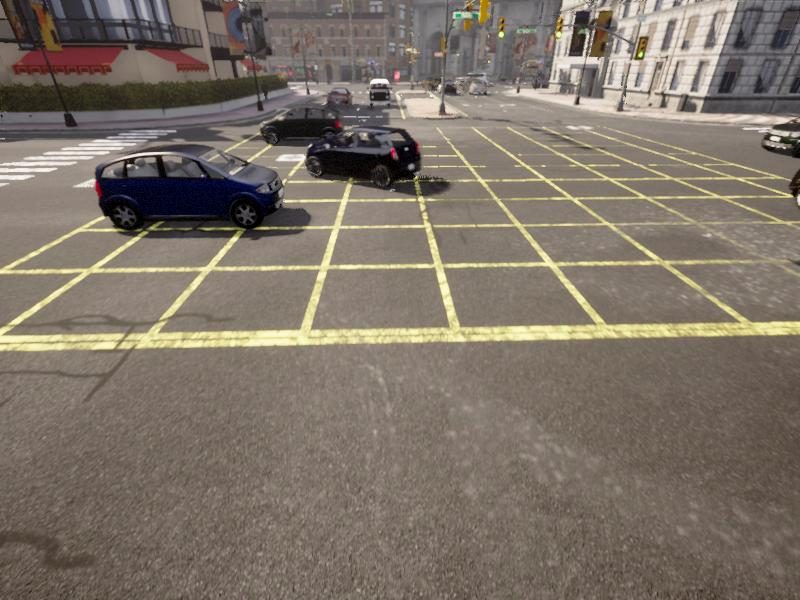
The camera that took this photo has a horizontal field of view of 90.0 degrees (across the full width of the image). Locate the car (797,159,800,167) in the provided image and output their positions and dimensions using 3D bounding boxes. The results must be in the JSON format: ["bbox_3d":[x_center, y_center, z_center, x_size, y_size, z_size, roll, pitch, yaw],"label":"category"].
[{"bbox_3d":[16.512,-4.825,12.673,5.366,1.575,1.801,2,30,4],"label":"car"}]

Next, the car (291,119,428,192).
[{"bbox_3d":[-1.213,-4.479,12.149,3.633,1.501,1.845,17,34,27],"label":"car"}]

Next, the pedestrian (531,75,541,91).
[{"bbox_3d":[17.913,-28.665,52.828,0.751,1.860,0.751,0,30,0],"label":"pedestrian"}]

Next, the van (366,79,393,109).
[{"bbox_3d":[-1.718,-17.730,34.317,2.069,2.038,4.480,-1,30,-2],"label":"van"}]

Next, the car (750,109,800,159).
[{"bbox_3d":[16.437,-6.464,15.509,3.705,1.549,1.789,-1,30,-2],"label":"car"}]

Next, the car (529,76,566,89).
[{"bbox_3d":[23.122,-34.101,62.682,4.856,1.649,2.033,-1,30,-1],"label":"car"}]

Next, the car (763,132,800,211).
[{"bbox_3d":[10.650,-2.095,7.950,1.930,1.638,5.238,-1,30,-1],"label":"car"}]

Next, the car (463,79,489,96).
[{"bbox_3d":[9.317,-26.241,49.401,2.152,1.651,5.027,-1,30,-1],"label":"car"}]

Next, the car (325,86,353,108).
[{"bbox_3d":[-5.239,-17.729,34.912,1.812,1.442,4.674,-1,30,-1],"label":"car"}]

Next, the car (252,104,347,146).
[{"bbox_3d":[-4.355,-7.865,17.930,3.705,1.549,1.789,-1,30,-2],"label":"car"}]

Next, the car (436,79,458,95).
[{"bbox_3d":[5.782,-26.400,49.596,2.038,1.542,4.974,-1,30,-1],"label":"car"}]

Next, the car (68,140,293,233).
[{"bbox_3d":[-4.518,-2.561,8.853,3.705,1.549,1.789,-1,30,-2],"label":"car"}]

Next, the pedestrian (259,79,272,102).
[{"bbox_3d":[-12.547,-19.559,37.289,0.751,1.860,0.751,-2,30,-3],"label":"pedestrian"}]

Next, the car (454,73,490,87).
[{"bbox_3d":[12.214,-37.688,68.443,5.566,2.045,2.150,-1,30,-1],"label":"car"}]

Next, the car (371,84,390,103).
[{"bbox_3d":[-1.907,-20.735,40.051,1.812,1.442,4.674,-1,30,-1],"label":"car"}]

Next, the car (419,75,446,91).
[{"bbox_3d":[4.680,-31.722,58.409,1.932,1.855,4.605,-12,32,-19],"label":"car"}]

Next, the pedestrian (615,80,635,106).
[{"bbox_3d":[18.533,-17.084,33.015,0.751,1.860,0.751,-3,30,-6],"label":"pedestrian"}]

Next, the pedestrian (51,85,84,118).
[{"bbox_3d":[-21.142,-12.644,25.472,0.751,1.860,0.751,-2,30,-4],"label":"pedestrian"}]
